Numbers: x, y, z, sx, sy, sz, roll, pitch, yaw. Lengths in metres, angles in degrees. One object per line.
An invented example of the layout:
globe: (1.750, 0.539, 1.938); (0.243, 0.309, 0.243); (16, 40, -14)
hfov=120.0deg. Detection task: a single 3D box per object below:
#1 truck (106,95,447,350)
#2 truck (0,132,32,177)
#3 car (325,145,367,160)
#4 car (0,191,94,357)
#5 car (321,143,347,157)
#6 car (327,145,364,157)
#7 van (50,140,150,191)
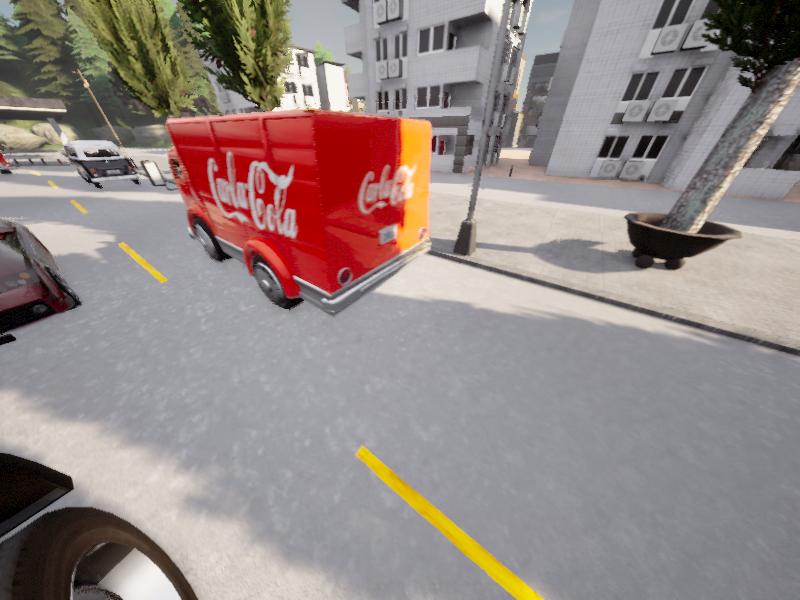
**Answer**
truck: (-2.208, -1.848, 4.367); (5.204, 2.467, 2.627); (22, 41, 28)
truck: (-28.626, -9.317, 14.757); (5.204, 2.467, 2.627); (5, 33, 6)
car: (-7.248, -19.973, 31.204); (4.974, 1.542, 2.038); (-15, 38, -20)
car: (-6.814, -0.465, 3.328); (4.181, 1.385, 1.994); (22, 41, 28)
car: (-9.336, -21.269, 32.604); (1.845, 1.501, 3.633); (-29, 44, -34)
car: (-7.294, -20.090, 31.095); (4.536, 1.218, 1.853); (-15, 38, -20)
van: (-16.250, -7.429, 12.553); (4.480, 2.038, 2.069); (22, 41, 28)
